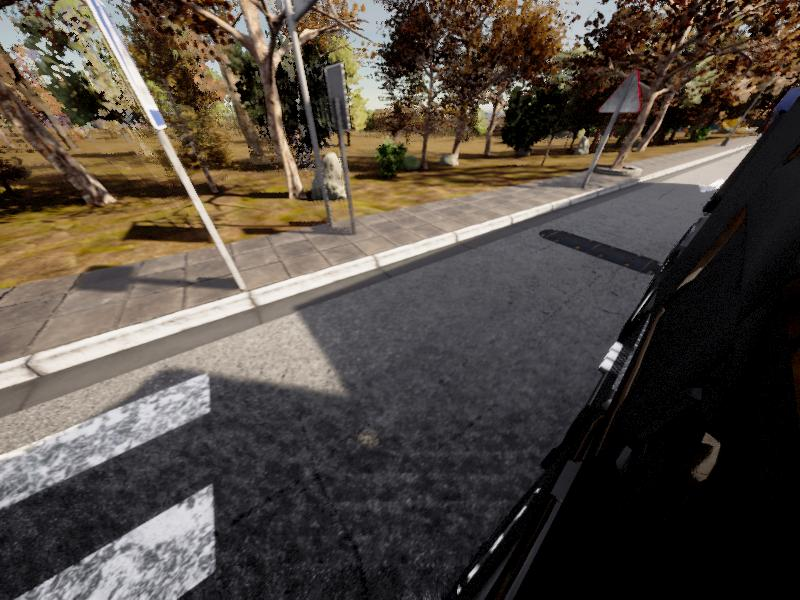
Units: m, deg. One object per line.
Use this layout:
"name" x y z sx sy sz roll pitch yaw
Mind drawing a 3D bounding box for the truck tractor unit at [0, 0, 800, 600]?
"truck tractor unit" 2.645 -0.295 0.352 6.516 4.208 3.053 -28 43 -30

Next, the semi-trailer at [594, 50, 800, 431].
"semi-trailer" 8.905 -3.331 4.196 14.254 4.402 2.717 -25 45 -30

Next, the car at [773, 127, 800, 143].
"car" 48.256 -20.234 28.316 4.181 1.385 1.994 -23 44 -26
